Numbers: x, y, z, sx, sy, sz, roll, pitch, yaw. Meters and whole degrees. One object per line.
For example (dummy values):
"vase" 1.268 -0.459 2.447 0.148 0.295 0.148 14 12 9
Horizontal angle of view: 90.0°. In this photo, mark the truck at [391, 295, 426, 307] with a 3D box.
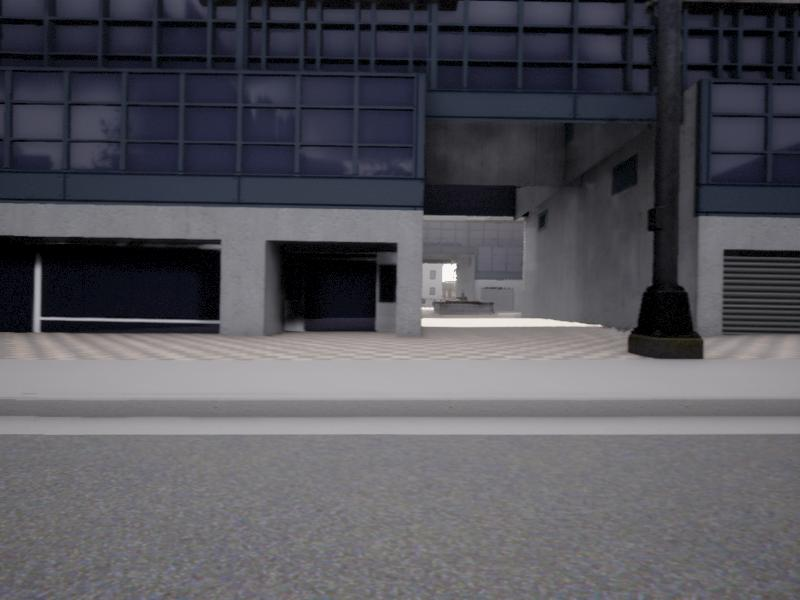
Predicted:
"truck" 1.550 0.172 74.684 6.274 2.098 2.390 1 0 9

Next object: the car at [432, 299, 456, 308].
"car" 7.243 0.566 66.215 3.633 1.501 1.845 1 0 -2
